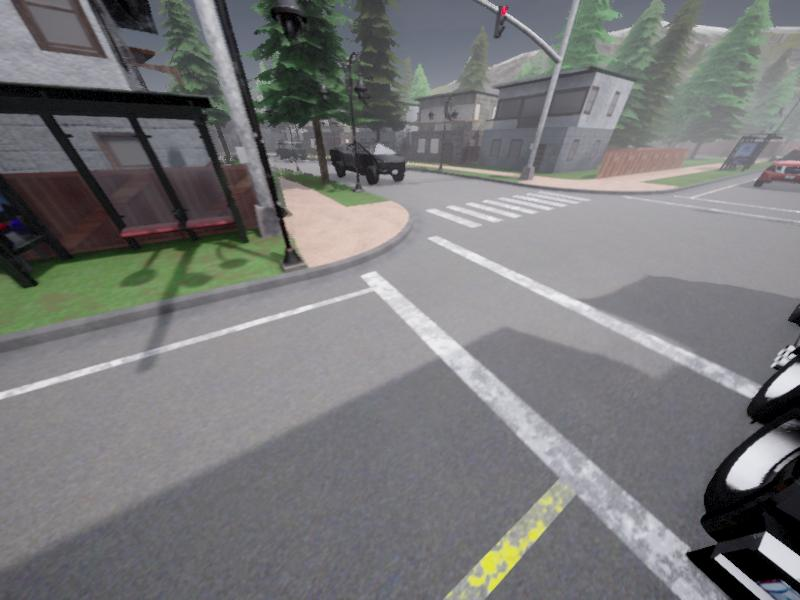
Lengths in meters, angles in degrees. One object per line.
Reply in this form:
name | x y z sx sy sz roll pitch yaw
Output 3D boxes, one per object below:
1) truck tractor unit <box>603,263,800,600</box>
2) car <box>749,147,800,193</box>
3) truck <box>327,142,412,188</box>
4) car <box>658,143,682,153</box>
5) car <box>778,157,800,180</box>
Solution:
truck tractor unit | 5.107 -0.303 0.791 6.516 4.208 3.053 -18 39 -24
car | 24.118 -7.905 13.820 5.566 2.045 2.150 -18 39 -24
truck | -2.215 -9.146 15.275 2.390 2.098 6.274 -24 42 -31
car | 60.126 -33.881 51.414 4.605 1.855 1.932 -19 39 -25
car | 31.036 -9.882 17.324 4.181 1.385 1.994 -18 39 -24
